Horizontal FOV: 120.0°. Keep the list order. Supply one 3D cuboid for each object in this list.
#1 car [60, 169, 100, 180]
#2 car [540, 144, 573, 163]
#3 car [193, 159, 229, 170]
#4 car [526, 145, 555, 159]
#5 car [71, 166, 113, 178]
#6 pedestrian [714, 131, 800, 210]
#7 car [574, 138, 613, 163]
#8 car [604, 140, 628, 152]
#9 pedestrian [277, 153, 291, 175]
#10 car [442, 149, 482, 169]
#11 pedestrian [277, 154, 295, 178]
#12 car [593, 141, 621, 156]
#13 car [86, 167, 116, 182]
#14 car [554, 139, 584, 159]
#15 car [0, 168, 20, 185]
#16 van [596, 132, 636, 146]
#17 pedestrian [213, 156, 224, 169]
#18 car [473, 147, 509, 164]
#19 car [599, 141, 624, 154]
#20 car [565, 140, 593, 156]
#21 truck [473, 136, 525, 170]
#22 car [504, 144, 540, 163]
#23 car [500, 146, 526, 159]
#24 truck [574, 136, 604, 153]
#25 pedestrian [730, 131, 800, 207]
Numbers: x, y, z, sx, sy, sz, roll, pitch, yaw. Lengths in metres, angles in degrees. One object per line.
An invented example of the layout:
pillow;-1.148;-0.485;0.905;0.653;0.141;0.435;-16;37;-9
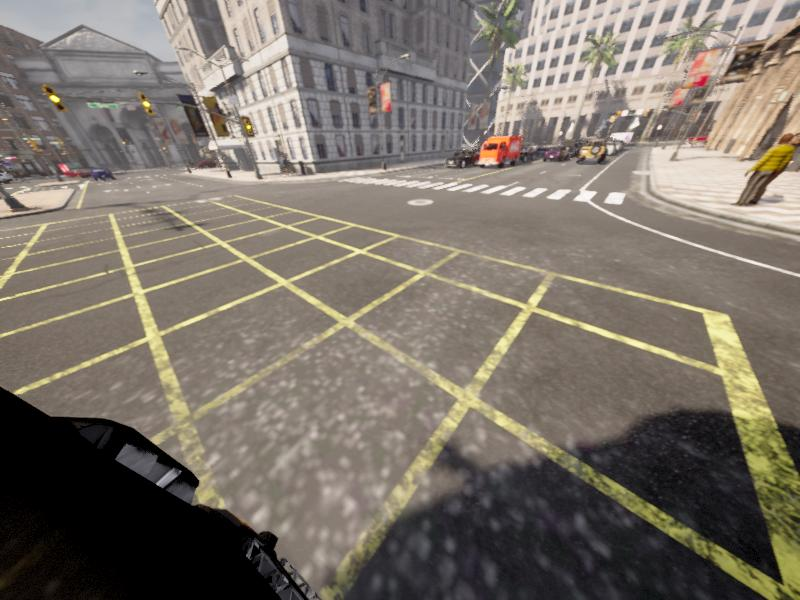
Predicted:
car;-50.622;-19.928;36.588;4.718;1.301;1.895;8;35;16
car;17.256;-16.133;25.404;1.816;1.474;4.193;24;42;35
car;-38.227;-27.593;46.873;1.882;1.535;5.008;18;39;29
car;19.300;-20.380;31.699;1.994;1.385;4.181;26;43;36
car;-54.555;-22.776;40.991;1.816;1.474;4.193;25;43;35
pedestrian;10.416;-3.677;6.625;0.751;1.860;0.751;13;37;23
car;18.478;-14.181;22.000;1.932;1.855;4.605;23;39;33
car;34.832;-24.868;37.176;2.033;1.411;5.357;25;43;35
pedestrian;-12.176;-14.285;24.286;0.751;1.860;0.751;-23;38;-27
car;6.623;-14.898;24.374;1.837;1.490;4.892;24;42;34
pedestrian;-10.481;-12.362;21.274;0.751;1.860;0.751;13;37;23
car;26.067;-19.083;29.079;1.845;1.501;3.633;24;42;35
car;-41.323;-17.373;31.897;4.674;1.442;1.812;23;41;33
car;21.180;-18.923;28.898;1.905;1.878;3.866;24;42;35
car;-61.223;-17.847;33.636;5.566;2.045;2.150;-20;37;-23
van;51.773;-38.633;55.515;6.366;2.431;2.351;25;43;35
pedestrian;-31.056;-23.454;39.502;0.751;1.860;0.751;-21;38;-25
car;11.436;-18.110;28.895;2.033;1.411;5.357;24;42;34
car;30.044;-21.627;32.787;1.895;1.301;4.718;25;42;35
car;25.667;-21.829;33.122;1.930;1.638;5.238;25;43;35
truck;9.688;-14.433;22.556;2.627;2.467;5.204;24;42;34
car;14.349;-17.218;27.107;1.930;1.638;5.238;24;42;35
car;16.374;-21.383;33.431;1.994;1.385;4.181;24;42;34
truck;31.078;-25.615;37.954;2.390;2.098;6.274;25;43;35
pedestrian;11.032;-3.831;6.806;0.751;1.860;0.751;-27;41;-32
